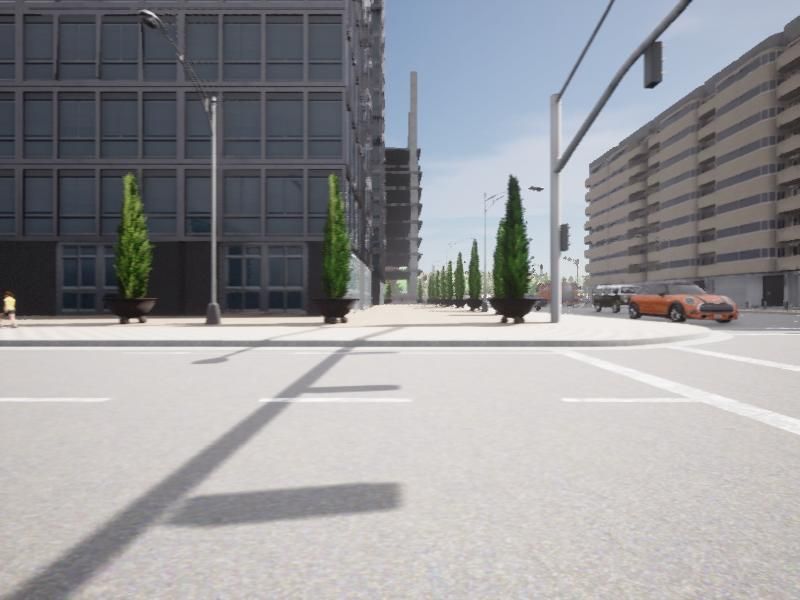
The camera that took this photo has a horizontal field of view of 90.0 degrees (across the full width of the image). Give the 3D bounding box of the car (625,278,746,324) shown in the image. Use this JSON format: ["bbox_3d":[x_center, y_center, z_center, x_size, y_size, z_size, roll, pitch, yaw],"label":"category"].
[{"bbox_3d":[12.180,0.043,17.527,2.097,1.767,4.553,0,0,1],"label":"car"}]

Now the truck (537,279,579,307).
[{"bbox_3d":[22.950,-0.969,58.668,2.891,3.827,8.468,0,0,0],"label":"truck"}]

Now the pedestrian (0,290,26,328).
[{"bbox_3d":[-11.438,0.260,11.729,0.500,1.100,0.500,0,0,-1],"label":"pedestrian"}]

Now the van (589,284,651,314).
[{"bbox_3d":[15.768,-0.078,29.002,2.069,2.038,4.480,0,0,0],"label":"van"}]

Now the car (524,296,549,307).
[{"bbox_3d":[19.437,0.175,57.293,1.882,1.535,5.008,0,0,0],"label":"car"}]

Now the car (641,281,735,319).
[{"bbox_3d":[15.725,0.003,22.212,1.932,1.855,4.605,0,0,0],"label":"car"}]

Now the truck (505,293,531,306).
[{"bbox_3d":[19.481,-0.106,66.331,2.390,2.098,6.274,0,0,0],"label":"truck"}]

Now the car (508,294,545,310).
[{"bbox_3d":[12.330,0.184,39.458,2.128,1.511,4.902,0,0,0],"label":"car"}]
